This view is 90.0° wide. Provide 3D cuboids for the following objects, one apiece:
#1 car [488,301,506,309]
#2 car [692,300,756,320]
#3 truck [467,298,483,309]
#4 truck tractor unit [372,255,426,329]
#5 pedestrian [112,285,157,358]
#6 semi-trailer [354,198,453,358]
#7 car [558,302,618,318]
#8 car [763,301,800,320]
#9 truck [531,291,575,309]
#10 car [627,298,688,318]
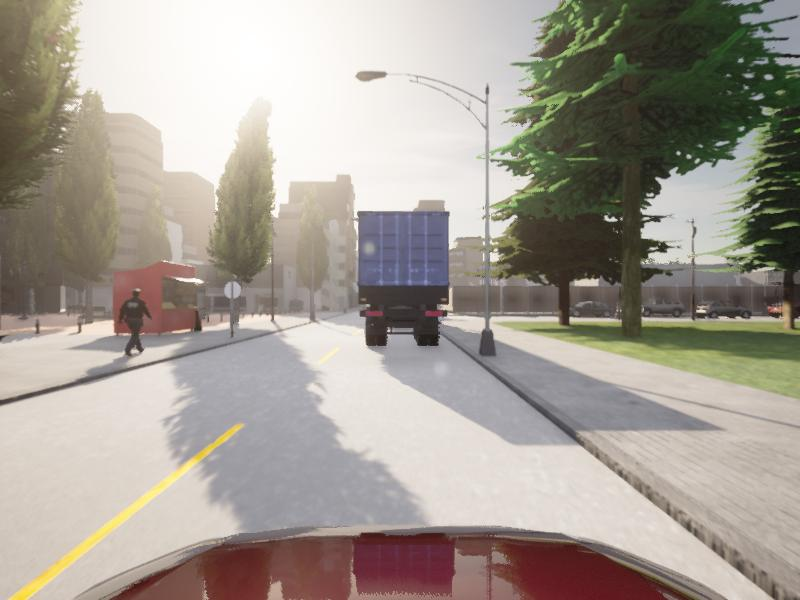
[{"bbox_3d":[17.655,0.940,73.248,2.033,1.415,5.357,0,0,0],"label":"car"},{"bbox_3d":[27.760,0.846,34.404,3.988,1.617,1.851,0,0,0],"label":"car"},{"bbox_3d":[13.694,0.629,73.403,2.069,2.038,4.478,0,0,0],"label":"truck"},{"bbox_3d":[-0.056,-0.478,26.018,3.053,4.208,6.516,0,0,0],"label":"truck tractor unit"},{"bbox_3d":[-7.077,0.551,10.694,0.751,1.860,0.751,0,0,-6],"label":"pedestrian"},{"bbox_3d":[0.021,-0.588,18.103,2.717,4.402,14.254,0,0,-1],"label":"semi-trailer"},{"bbox_3d":[18.028,0.909,38.447,4.892,1.490,1.837,0,0,-1],"label":"car"},{"bbox_3d":[34.265,0.886,34.282,4.514,1.525,2.007,0,0,-2],"label":"car"},{"bbox_3d":[33.536,0.040,87.731,8.468,3.827,2.891,0,0,0],"label":"truck"},{"bbox_3d":[24.633,0.717,38.395,4.605,1.855,1.932,0,0,0],"label":"car"}]
